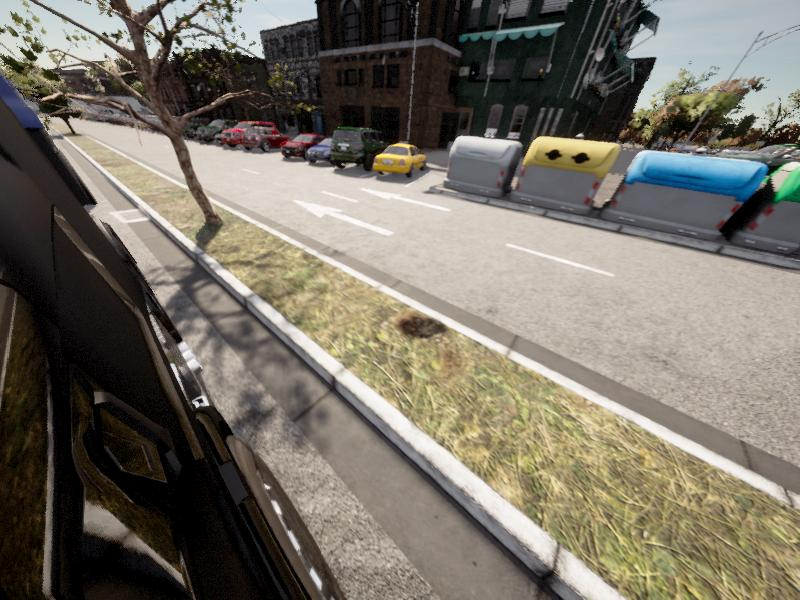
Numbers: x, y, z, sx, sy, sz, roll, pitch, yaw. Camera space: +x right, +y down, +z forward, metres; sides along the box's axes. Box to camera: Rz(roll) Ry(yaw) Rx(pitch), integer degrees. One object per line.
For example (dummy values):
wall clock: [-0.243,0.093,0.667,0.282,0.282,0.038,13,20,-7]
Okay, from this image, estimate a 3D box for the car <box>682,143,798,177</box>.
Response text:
car: [26.744,-11.247,18.495,4.553,1.767,2.185,15,38,14]

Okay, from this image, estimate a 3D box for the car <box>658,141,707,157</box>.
car: [47.557,-25.561,39.018,4.553,1.767,2.185,15,39,14]

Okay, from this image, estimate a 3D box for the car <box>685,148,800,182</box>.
car: [24.870,-9.838,16.699,4.892,1.521,2.231,15,38,14]

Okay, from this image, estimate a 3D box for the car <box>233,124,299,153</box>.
car: [-11.483,-14.212,20.332,2.185,1.767,4.553,14,37,14]

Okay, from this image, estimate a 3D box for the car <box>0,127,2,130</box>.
car: [-46.825,-18.628,23.575,2.435,2.045,5.566,13,39,14]

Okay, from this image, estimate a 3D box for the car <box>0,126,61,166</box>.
car: [-19.707,-8.016,11.881,4.181,1.385,1.994,27,43,29]

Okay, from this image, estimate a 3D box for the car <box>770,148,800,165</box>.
car: [69.860,-24.701,40.071,5.566,2.045,2.435,16,40,13]

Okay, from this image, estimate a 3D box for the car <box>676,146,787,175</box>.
car: [28.834,-12.401,20.388,5.366,1.575,1.946,15,38,14]

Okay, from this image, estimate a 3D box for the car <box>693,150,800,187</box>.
car: [22.980,-8.504,14.855,4.674,1.452,2.002,15,39,14]

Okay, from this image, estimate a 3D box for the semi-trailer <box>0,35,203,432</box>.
semi-trailer: [-8.756,-3.567,4.163,14.254,4.402,2.717,27,43,29]

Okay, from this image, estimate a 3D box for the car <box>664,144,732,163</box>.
car: [38.121,-18.948,29.759,5.008,1.535,2.097,15,39,14]

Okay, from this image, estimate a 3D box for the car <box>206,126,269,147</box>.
car: [-16.145,-16.521,23.339,2.163,1.488,4.792,14,38,13]

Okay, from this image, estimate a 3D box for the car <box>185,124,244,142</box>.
car: [-20.812,-18.951,26.248,2.163,1.488,4.792,14,38,13]

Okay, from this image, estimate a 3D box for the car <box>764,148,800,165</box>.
car: [71.848,-26.029,41.981,5.566,2.045,2.435,16,39,13]

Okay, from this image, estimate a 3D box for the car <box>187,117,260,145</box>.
car: [-18.461,-17.962,24.628,2.435,2.045,5.566,14,38,13]

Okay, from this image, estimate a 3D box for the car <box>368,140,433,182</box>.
car: [0.265,-8.130,13.219,1.946,1.575,5.366,13,37,14]

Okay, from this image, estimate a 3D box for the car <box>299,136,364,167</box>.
car: [-4.471,-10.427,16.053,2.002,1.452,4.674,14,38,14]

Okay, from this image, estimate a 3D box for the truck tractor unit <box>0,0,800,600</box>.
truck tractor unit: [-2.645,-0.295,0.351,6.516,4.208,3.053,28,44,30]

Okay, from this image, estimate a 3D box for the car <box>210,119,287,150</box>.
car: [-13.795,-15.531,21.716,2.435,2.045,5.566,14,38,13]

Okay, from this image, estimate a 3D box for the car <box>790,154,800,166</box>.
car: [66.131,-21.991,36.256,4.442,1.987,1.878,16,39,13]

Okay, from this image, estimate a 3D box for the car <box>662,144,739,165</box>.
car: [36.051,-17.688,27.927,5.366,1.575,1.946,15,39,14]

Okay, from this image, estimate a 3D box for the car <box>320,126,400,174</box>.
car: [-2.120,-9.460,14.430,2.435,2.045,5.566,14,37,14]

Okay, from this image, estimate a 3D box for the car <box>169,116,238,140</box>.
car: [-23.121,-20.425,27.582,2.435,2.045,5.566,14,37,14]

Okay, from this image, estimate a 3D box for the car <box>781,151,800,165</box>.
car: [67.974,-23.259,38.234,4.553,1.767,2.185,16,40,13]

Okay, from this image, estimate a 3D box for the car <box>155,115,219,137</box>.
car: [-27.785,-22.852,30.489,2.435,2.045,5.566,13,37,14]

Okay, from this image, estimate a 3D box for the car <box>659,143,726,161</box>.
car: [39.835,-20.290,31.658,5.366,1.575,1.946,15,39,14]

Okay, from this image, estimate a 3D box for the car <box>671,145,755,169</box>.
car: [32.412,-15.022,24.179,4.792,1.488,2.163,15,39,14]

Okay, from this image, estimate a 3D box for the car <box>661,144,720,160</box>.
car: [41.930,-21.523,33.505,4.792,1.488,2.163,15,38,14]

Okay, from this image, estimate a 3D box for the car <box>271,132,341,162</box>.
car: [-6.808,-11.686,17.504,2.097,1.535,5.008,14,38,14]

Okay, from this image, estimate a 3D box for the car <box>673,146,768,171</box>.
car: [30.545,-13.738,22.291,4.892,1.521,2.231,15,38,14]

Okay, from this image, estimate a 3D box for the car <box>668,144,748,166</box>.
car: [34.332,-16.339,26.019,5.008,1.535,2.097,15,38,14]

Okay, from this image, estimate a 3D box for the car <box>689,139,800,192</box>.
car: [21.076,-7.436,12.812,5.566,2.045,2.435,15,39,14]

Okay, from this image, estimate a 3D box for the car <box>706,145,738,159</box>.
car: [57.180,-26.391,41.086,2.097,1.767,4.553,30,44,28]

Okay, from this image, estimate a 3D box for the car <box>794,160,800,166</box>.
car: [64.076,-20.509,34.510,4.892,1.521,2.231,16,40,13]

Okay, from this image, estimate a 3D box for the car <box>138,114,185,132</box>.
car: [-37.177,-27.610,36.207,1.878,1.987,4.442,14,37,13]

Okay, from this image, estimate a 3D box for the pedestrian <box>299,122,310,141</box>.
pedestrian: [-12.373,-21.912,30.033,0.751,1.860,0.751,26,43,25]
